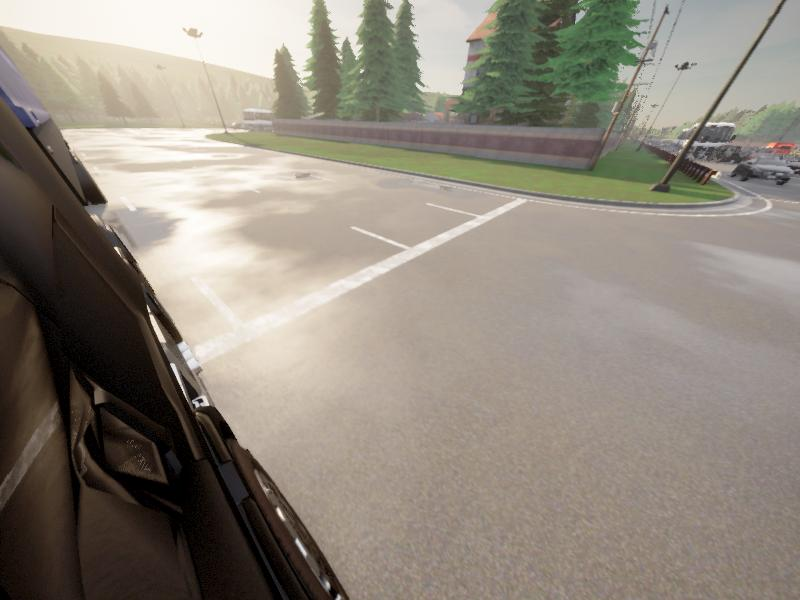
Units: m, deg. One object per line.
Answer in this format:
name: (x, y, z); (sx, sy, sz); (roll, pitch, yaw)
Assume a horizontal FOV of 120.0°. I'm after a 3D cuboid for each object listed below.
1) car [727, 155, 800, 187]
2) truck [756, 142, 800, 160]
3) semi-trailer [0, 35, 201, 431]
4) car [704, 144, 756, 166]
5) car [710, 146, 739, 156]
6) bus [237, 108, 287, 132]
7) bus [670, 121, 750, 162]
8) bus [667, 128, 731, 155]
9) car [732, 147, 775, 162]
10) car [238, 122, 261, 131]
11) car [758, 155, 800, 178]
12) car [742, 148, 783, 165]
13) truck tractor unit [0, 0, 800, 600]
car: (25.748, -9.272, 16.393); (1.812, 1.442, 4.674); (28, 44, 29)
truck: (70.875, -27.998, 43.301); (2.627, 2.467, 5.204); (28, 43, 29)
semi-trailer: (-8.658, -3.630, 4.271); (14.254, 4.402, 2.717); (29, 44, 30)
car: (41.004, -18.203, 28.897); (1.905, 1.878, 3.866); (19, 40, 21)
car: (64.231, -29.575, 45.816); (2.163, 1.488, 4.792); (28, 43, 29)
bus: (-32.879, -43.350, 55.922); (3.944, 4.253, 10.273); (10, 38, 10)
bus: (43.571, -22.831, 33.179); (3.944, 4.253, 10.273); (26, 43, 30)
bus: (62.315, -33.624, 48.786); (3.944, 4.253, 10.273); (19, 40, 21)
car: (53.573, -22.203, 35.165); (2.242, 1.667, 4.611); (28, 44, 29)
car: (-39.019, -45.027, 59.965); (2.033, 1.649, 4.856); (12, 38, 13)
car: (34.396, -11.824, 20.390); (1.994, 1.385, 4.181); (29, 44, 31)
car: (48.479, -19.340, 31.028); (4.611, 1.667, 2.242); (-26, 45, -32)
truck tractor unit: (-2.645, -0.295, 0.351); (6.516, 4.208, 3.053); (28, 44, 30)
